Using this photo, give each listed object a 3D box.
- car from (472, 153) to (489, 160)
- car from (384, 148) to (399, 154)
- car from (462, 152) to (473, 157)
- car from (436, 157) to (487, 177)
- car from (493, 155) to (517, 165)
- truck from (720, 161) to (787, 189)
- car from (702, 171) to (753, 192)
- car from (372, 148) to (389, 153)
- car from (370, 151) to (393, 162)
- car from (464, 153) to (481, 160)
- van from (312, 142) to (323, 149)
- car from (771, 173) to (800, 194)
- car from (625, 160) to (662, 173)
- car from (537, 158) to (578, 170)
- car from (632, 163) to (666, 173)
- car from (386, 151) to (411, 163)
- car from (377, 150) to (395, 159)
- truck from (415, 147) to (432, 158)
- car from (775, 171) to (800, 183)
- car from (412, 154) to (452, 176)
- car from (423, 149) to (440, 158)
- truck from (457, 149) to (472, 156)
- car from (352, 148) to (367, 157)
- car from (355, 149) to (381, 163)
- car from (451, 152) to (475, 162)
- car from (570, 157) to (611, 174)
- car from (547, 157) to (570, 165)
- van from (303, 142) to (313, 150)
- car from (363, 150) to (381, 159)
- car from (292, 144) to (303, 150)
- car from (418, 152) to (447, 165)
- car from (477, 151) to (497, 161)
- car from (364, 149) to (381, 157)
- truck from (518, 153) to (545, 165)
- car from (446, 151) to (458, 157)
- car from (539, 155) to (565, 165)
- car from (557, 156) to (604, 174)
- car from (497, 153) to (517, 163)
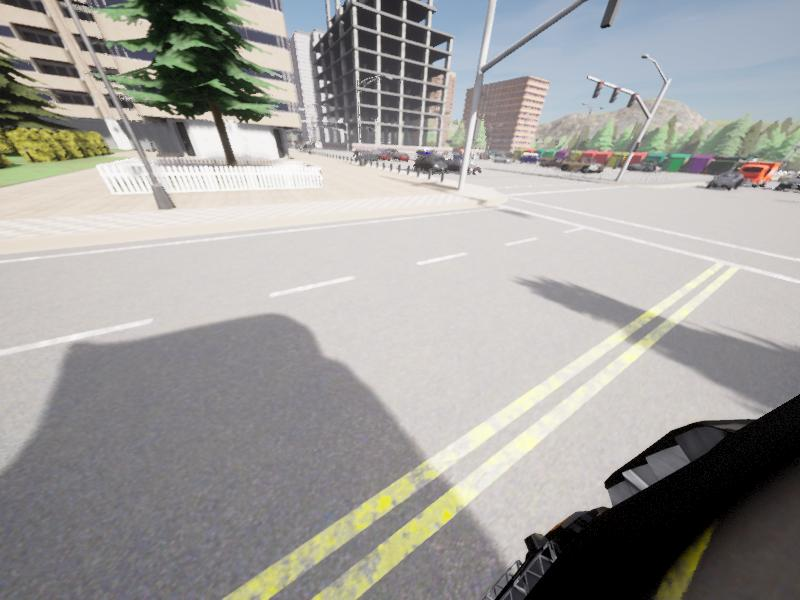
[{"bbox_3d":[21.577,-38.692,62.326,1.784,1.438,3.905,-16,38,-26],"label":"car"},{"bbox_3d":[-2.889,-50.127,77.583,4.892,1.490,1.837,-16,38,-26],"label":"car"},{"bbox_3d":[27.131,-58.663,93.093,3.806,1.475,1.970,-16,38,-26],"label":"car"},{"bbox_3d":[6.450,-14.517,25.067,2.033,1.411,5.357,-16,38,-26],"label":"car"},{"bbox_3d":[21.628,-29.039,47.837,1.970,1.475,3.806,-16,38,-26],"label":"car"},{"bbox_3d":[40.115,-14.237,26.250,5.204,2.467,2.627,-15,38,-25],"label":"truck"},{"bbox_3d":[31.976,-11.641,22.568,3.633,1.501,1.845,-15,38,-25],"label":"car"},{"bbox_3d":[-6.602,-51.185,79.140,5.357,1.411,2.033,-16,38,-26],"label":"car"},{"bbox_3d":[-3.201,-23.986,38.688,1.895,1.301,4.718,-16,38,-26],"label":"car"},{"bbox_3d":[19.071,-37.954,61.078,1.970,1.475,3.806,-16,38,-26],"label":"car"},{"bbox_3d":[-33.067,-61.607,92.068,2.351,2.431,6.366,-16,38,-26],"label":"van"},{"bbox_3d":[40.908,-11.895,23.551,5.027,1.651,2.152,-15,37,-25],"label":"car"},{"bbox_3d":[44.985,-24.748,42.728,1.905,1.878,3.866,-16,38,-26],"label":"car"},{"bbox_3d":[27.148,-23.574,40.012,2.033,1.415,5.357,-16,38,-26],"label":"car"},{"bbox_3d":[47.486,-25.256,44.118,1.970,1.475,3.806,-16,38,-26],"label":"car"},{"bbox_3d":[-0.303,-25.057,40.356,2.163,1.488,4.792,-16,38,-26],"label":"car"},{"bbox_3d":[-3.033,-31.570,49.998,1.812,1.442,4.674,-16,38,-26],"label":"car"},{"bbox_3d":[6.025,-38.594,60.433,2.069,2.038,4.478,-16,38,-26],"label":"truck"},{"bbox_3d":[65.290,-20.547,38.533,5.366,1.575,1.801,-15,37,-25],"label":"car"},{"bbox_3d":[3.183,-13.986,23.824,1.851,1.617,3.988,-16,38,-26],"label":"car"},{"bbox_3d":[8.491,-39.262,61.800,1.932,1.855,4.605,-16,38,-26],"label":"car"},{"bbox_3d":[26.715,-61.230,95.952,5.204,2.467,2.627,-16,38,-26],"label":"truck"},{"bbox_3d":[-9.412,-34.011,53.187,1.812,1.442,4.674,-16,38,-26],"label":"car"},{"bbox_3d":[-4.965,-21.982,35.320,2.038,1.542,4.974,-16,38,-26],"label":"car"},{"bbox_3d":[13.547,-30.910,49.907,2.242,1.667,4.611,-16,38,-26],"label":"car"},{"bbox_3d":[28.027,-19.903,34.124,1.905,1.878,3.866,-16,38,-26],"label":"car"},{"bbox_3d":[38.741,-33.947,56.490,1.784,1.438,3.905,-16,38,-26],"label":"car"},{"bbox_3d":[-30.923,-51.628,77.555,2.069,2.038,4.480,-16,38,-26],"label":"van"},{"bbox_3d":[-5.906,-30.497,48.294,1.895,1.301,4.718,-16,38,-26],"label":"car"},{"bbox_3d":[-33.733,-50.357,75.825,2.038,1.542,4.974,-16,38,-26],"label":"car"},{"bbox_3d":[5.270,-23.432,38.284,1.882,1.535,5.008,-16,37,-26],"label":"car"},{"bbox_3d":[23.882,-39.553,63.418,1.932,1.855,4.605,-16,38,-26],"label":"car"},{"bbox_3d":[-6.680,-35.149,55.157,2.033,1.411,5.357,-16,38,-26],"label":"car"},{"bbox_3d":[29.135,-31.471,51.469,2.069,2.038,4.478,-16,38,-26],"label":"truck"},{"bbox_3d":[18.380,-51.697,81.798,3.988,1.617,1.851,-16,38,-26],"label":"car"},{"bbox_3d":[36.212,-33.442,55.154,1.932,1.855,4.605,-16,38,-26],"label":"car"},{"bbox_3d":[25.496,-19.220,32.896,1.932,1.855,4.605,-16,38,-26],"label":"car"},{"bbox_3d":[25.936,-34.555,56.048,1.905,1.878,3.866,-16,38,-26],"label":"car"}]
